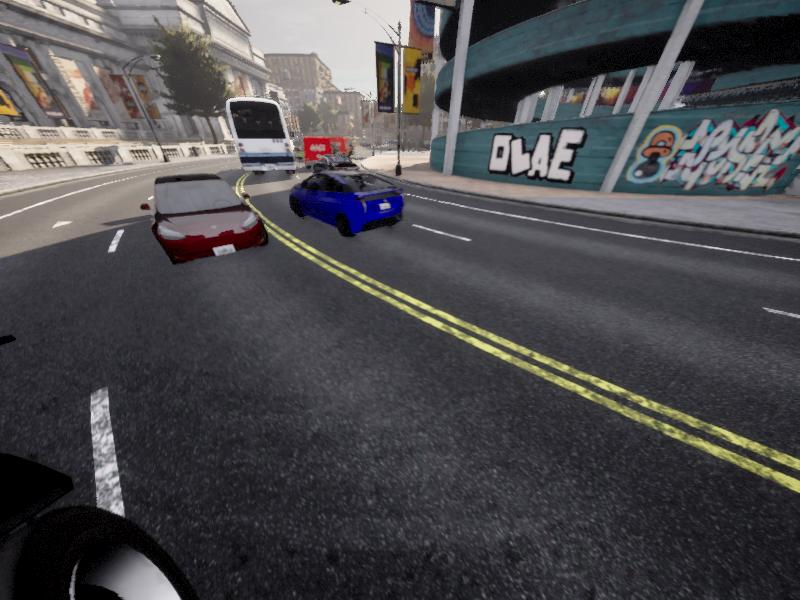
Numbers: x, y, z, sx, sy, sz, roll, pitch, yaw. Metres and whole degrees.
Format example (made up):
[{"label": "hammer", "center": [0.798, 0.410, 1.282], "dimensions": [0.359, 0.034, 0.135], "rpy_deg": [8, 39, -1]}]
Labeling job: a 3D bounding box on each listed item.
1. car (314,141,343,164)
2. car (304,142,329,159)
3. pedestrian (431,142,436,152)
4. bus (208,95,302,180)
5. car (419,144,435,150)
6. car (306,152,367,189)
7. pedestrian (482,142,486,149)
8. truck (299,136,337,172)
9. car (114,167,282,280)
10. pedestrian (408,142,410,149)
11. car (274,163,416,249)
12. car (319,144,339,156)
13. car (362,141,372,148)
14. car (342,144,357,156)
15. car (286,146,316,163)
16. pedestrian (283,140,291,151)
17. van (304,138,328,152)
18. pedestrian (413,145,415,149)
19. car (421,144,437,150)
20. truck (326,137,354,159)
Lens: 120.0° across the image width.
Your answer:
[{"label": "car", "center": [-8.522, -18.028, 28.090], "dimensions": [2.150, 2.045, 5.566], "rpy_deg": [-1, 35, -3]}, {"label": "car", "center": [-12.151, -21.911, 33.781], "dimensions": [1.932, 1.855, 4.605], "rpy_deg": [0, 35, -1]}, {"label": "pedestrian", "center": [7.655, -35.050, 52.809], "dimensions": [0.751, 1.860, 0.751], "rpy_deg": [7, 35, 9]}, {"label": "bus", "center": [-10.504, -12.795, 18.562], "dimensions": [3.944, 4.253, 10.273], "rpy_deg": [-11, 36, -16]}, {"label": "car", "center": [7.916, -45.071, 67.958], "dimensions": [4.674, 1.442, 1.812], "rpy_deg": [1, 35, 0]}, {"label": "car", "center": [-4.150, -8.400, 14.734], "dimensions": [2.128, 1.511, 4.902], "rpy_deg": [-18, 39, -25]}, {"label": "pedestrian", "center": [28.351, -52.315, 78.104], "dimensions": [0.751, 1.860, 0.751], "rpy_deg": [4, 35, 5]}, {"label": "truck", "center": [-7.511, -13.724, 21.536], "dimensions": [2.627, 2.467, 5.204], "rpy_deg": [-8, 36, -13]}, {"label": "car", "center": [-5.243, -2.442, 6.138], "dimensions": [2.163, 1.488, 4.792], "rpy_deg": [-25, 42, -32]}, {"label": "pedestrian", "center": [2.793, -48.069, 71.788], "dimensions": [0.751, 1.860, 0.751], "rpy_deg": [-3, 35, -6]}, {"label": "car", "center": [-1.869, -3.261, 7.342], "dimensions": [2.007, 1.525, 4.514], "rpy_deg": [-29, 44, -35]}, {"label": "car", "center": [-12.164, -25.900, 39.849], "dimensions": [2.007, 1.525, 4.514], "rpy_deg": [0, 35, 0]}, {"label": "car", "center": [-11.315, -52.989, 78.746], "dimensions": [2.097, 1.767, 4.553], "rpy_deg": [-11, 36, -16]}, {"label": "car", "center": [-8.655, -25.779, 39.712], "dimensions": [1.789, 1.549, 3.705], "rpy_deg": [0, 35, 0]}, {"label": "car", "center": [-11.977, -17.980, 28.417], "dimensions": [2.007, 1.525, 4.514], "rpy_deg": [-2, 35, -3]}, {"label": "pedestrian", "center": [-23.458, -32.035, 47.906], "dimensions": [0.751, 1.860, 0.751], "rpy_deg": [-2, 35, -3]}, {"label": "van", "center": [-18.775, -34.973, 52.043], "dimensions": [2.351, 2.431, 6.366], "rpy_deg": [5, 35, 6]}, {"label": "pedestrian", "center": [3.871, -42.479, 64.149], "dimensions": [0.500, 1.100, 0.500], "rpy_deg": [7, 35, 9]}, {"label": "car", "center": [8.761, -47.005, 70.896], "dimensions": [4.718, 1.301, 1.895], "rpy_deg": [1, 35, 0]}, {"label": "truck", "center": [-8.643, -22.324, 33.920], "dimensions": [2.627, 2.467, 5.204], "rpy_deg": [0, 35, -1]}]
